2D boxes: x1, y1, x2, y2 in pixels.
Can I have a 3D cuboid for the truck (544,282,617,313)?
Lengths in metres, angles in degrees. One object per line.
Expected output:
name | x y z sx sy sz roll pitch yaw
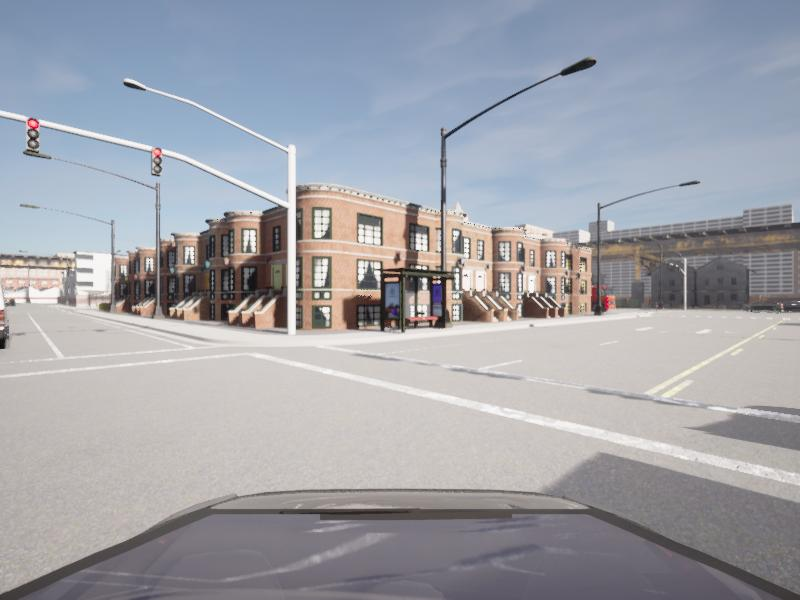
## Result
truck | 24.140 -0.318 53.948 2.891 3.827 8.468 0 0 -44

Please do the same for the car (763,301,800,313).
car | 48.026 0.847 49.126 1.837 1.490 4.892 0 0 -44

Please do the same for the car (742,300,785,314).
car | 43.922 0.816 48.368 1.789 1.549 3.705 0 0 -44

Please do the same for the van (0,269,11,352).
van | -15.030 0.323 13.969 1.988 2.561 5.915 0 0 -43
